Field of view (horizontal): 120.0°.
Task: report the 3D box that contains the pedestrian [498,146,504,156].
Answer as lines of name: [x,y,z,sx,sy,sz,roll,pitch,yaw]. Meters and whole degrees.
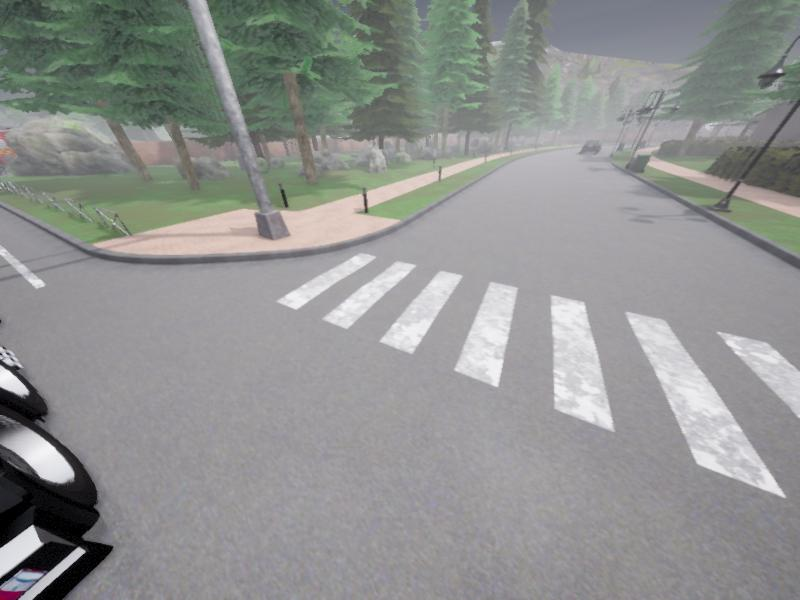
pedestrian: [13.356,-19.723,30.545,0.500,1.100,0.500,18,39,24]

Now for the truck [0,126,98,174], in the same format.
truck: [-39.345,-15.693,24.019,2.891,3.827,8.468,16,39,23]

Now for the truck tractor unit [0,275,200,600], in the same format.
truck tractor unit: [-5.141,-0.268,0.748,6.516,4.208,3.053,17,39,23]

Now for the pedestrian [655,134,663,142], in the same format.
pedestrian: [74.935,-46.829,66.850,0.751,1.860,0.751,-13,37,-17]

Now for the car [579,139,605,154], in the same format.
car: [28.642,-22.891,34.380,2.097,1.767,4.553,25,43,32]

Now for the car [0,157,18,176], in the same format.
car: [-37.670,-11.451,20.109,1.994,1.385,4.181,-2,35,-1]

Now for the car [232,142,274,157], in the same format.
car: [-25.252,-26.114,39.988,2.150,2.045,5.566,16,39,23]
